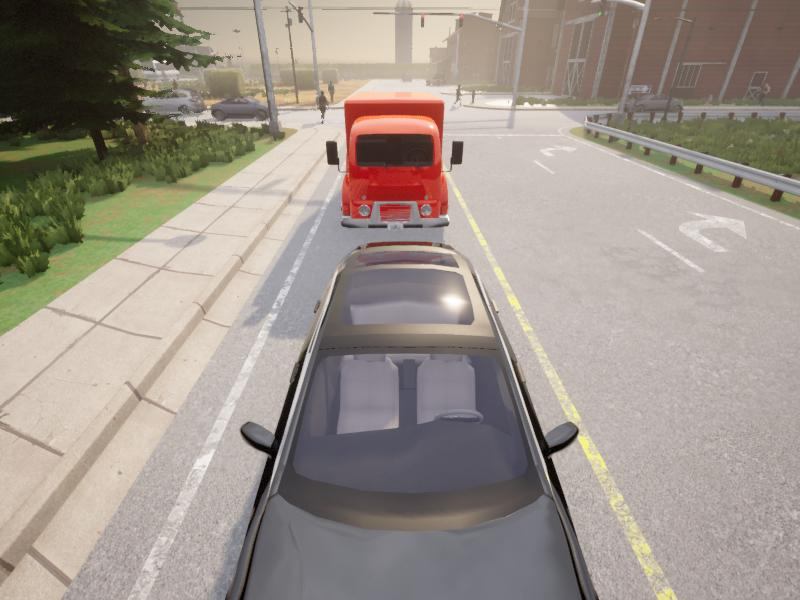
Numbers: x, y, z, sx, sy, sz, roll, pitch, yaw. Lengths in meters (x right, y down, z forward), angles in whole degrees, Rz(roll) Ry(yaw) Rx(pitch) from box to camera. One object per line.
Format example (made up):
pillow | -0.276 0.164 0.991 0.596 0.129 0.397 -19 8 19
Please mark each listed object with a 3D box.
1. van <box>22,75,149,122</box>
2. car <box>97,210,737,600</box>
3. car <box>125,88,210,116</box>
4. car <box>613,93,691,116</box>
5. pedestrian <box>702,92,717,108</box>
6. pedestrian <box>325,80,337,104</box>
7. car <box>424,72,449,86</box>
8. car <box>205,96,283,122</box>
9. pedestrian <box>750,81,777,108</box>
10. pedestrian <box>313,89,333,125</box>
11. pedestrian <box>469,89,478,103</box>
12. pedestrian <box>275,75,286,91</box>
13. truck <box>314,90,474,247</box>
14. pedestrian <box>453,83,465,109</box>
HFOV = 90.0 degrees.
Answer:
van | -20.213 -13.101 25.991 5.915 2.561 1.988 0 30 0
car | 0.059 0.760 3.240 2.128 1.511 4.902 0 30 0
car | -16.837 -14.496 29.244 4.611 1.667 2.242 0 30 0
car | 18.378 -14.348 29.307 4.181 1.385 1.994 0 30 0
pedestrian | 25.133 -16.235 32.458 0.500 1.100 0.500 5 31 8
pedestrian | -6.056 -18.403 35.356 0.751 1.860 0.751 -10 32 -17
car | 6.303 -37.972 68.883 1.905 1.878 3.866 -31 40 -33
car | -10.153 -12.596 26.288 4.181 1.385 1.994 0 30 0
pedestrian | 29.524 -16.689 32.484 0.751 1.860 0.751 1 30 2
pedestrian | -4.581 -11.441 23.767 0.751 1.860 0.751 7 31 13
pedestrian | 6.630 -18.383 36.074 0.500 1.100 0.500 -19 35 -29
pedestrian | -15.970 -29.008 53.506 0.751 1.860 0.751 22 37 32
truck | -0.136 -3.420 9.425 2.627 2.467 5.204 -1 30 -1
pedestrian | 4.850 -16.894 33.072 0.751 1.860 0.751 0 30 0
